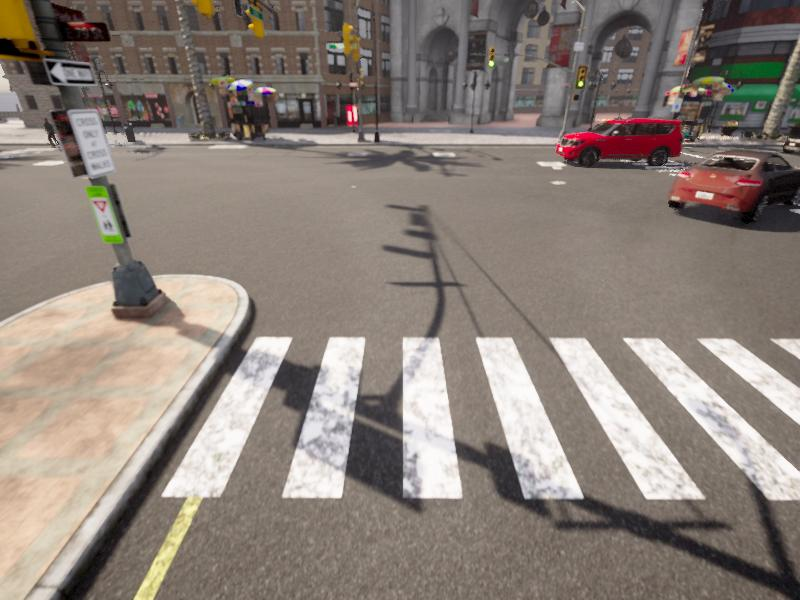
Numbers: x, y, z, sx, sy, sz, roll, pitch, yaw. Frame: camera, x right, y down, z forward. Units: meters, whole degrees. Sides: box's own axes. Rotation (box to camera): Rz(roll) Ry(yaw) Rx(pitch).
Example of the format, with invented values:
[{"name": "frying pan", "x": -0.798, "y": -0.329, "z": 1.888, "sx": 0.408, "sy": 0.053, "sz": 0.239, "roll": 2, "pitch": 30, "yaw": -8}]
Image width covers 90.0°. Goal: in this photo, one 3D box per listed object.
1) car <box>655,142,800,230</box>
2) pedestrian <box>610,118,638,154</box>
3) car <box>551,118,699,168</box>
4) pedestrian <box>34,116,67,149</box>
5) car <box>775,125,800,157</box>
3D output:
[{"name": "car", "x": 10.161, "y": -3.553, "z": 11.837, "sx": 5.027, "sy": 1.651, "sz": 2.152, "roll": -17, "pitch": 31, "yaw": -30}, {"name": "pedestrian", "x": 12.968, "y": -9.527, "z": 23.207, "sx": 0.751, "sy": 1.860, "sz": 0.751, "roll": -5, "pitch": 27, "yaw": -9}, {"name": "car", "x": 10.642, "y": -7.661, "z": 19.408, "sx": 5.566, "sy": 2.045, "sz": 2.150, "roll": 0, "pitch": 27, "yaw": 0}, {"name": "pedestrian", "x": -21.657, "y": -10.380, "z": 24.826, "sx": 0.751, "sy": 1.860, "sz": 0.751, "roll": 1, "pitch": 27, "yaw": 1}, {"name": "car", "x": 24.071, "y": -8.994, "z": 22.572, "sx": 3.705, "sy": 1.549, "sz": 1.789, "roll": 0, "pitch": 27, "yaw": 0}]
